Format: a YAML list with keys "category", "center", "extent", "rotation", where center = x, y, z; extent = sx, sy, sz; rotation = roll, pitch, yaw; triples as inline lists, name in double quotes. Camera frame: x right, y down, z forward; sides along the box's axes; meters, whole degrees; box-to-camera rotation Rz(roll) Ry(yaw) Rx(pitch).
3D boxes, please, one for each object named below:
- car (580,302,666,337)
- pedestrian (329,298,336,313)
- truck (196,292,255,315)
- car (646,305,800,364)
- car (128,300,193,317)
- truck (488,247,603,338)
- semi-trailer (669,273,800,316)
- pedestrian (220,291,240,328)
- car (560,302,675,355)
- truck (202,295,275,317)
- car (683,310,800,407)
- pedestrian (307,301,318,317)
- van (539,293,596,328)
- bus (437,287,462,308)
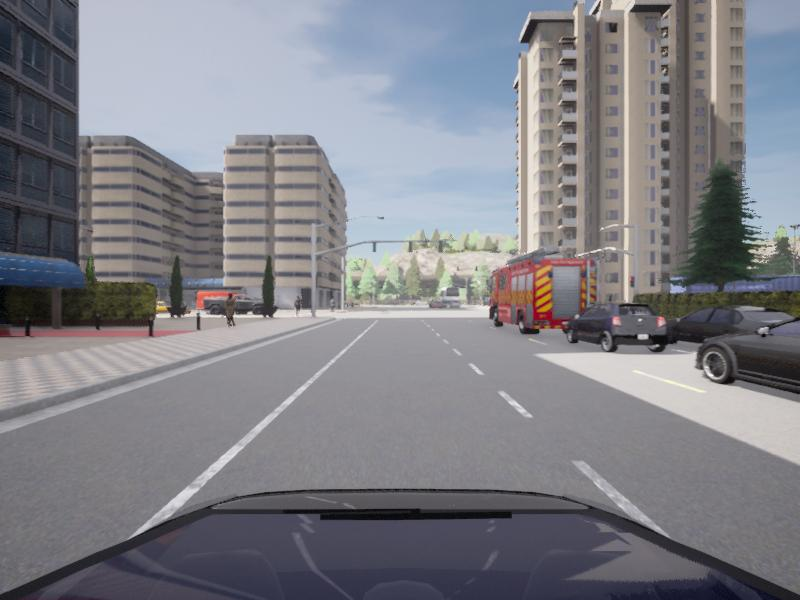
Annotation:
- category: "car"
  center: [10.499, 0.860, 19.196]
  extent: [1.970, 1.475, 3.806]
  rotation: [0, 0, 0]
- category: "pedestrian"
  center: [-8.231, 0.654, 49.032]
  extent: [0.751, 1.860, 0.751]
  rotation: [0, 0, -1]
- category: "truck"
  center: [-18.732, 0.371, 43.068]
  extent: [5.204, 2.467, 2.627]
  rotation: [0, 0, 1]
- category: "car"
  center: [10.502, 0.899, 12.740]
  extent: [2.033, 1.411, 5.357]
  rotation: [0, 0, 0]
- category: "car"
  center: [-23.661, 0.815, 39.659]
  extent: [5.366, 1.575, 1.801]
  rotation: [0, 0, 1]
- category: "truck"
  center: [7.007, -0.313, 20.912]
  extent: [2.891, 3.827, 8.468]
  rotation: [0, 0, 0]
- category: "semi-trailer"
  center: [36.896, -0.602, 42.653]
  extent: [14.254, 4.402, 2.717]
  rotation: [0, 0, 2]
- category: "pedestrian"
  center: [-8.646, 0.492, 20.387]
  extent: [0.751, 1.860, 0.751]
  rotation: [0, 0, -4]
- category: "car"
  center: [7.001, 0.831, 13.344]
  extent: [1.845, 1.501, 3.633]
  rotation: [0, 0, 0]
- category: "truck"
  center: [-15.828, 0.556, 39.524]
  extent: [6.274, 2.098, 2.390]
  rotation: [0, 0, 1]
- category: "car"
  center: [7.007, 0.910, 6.397]
  extent: [1.994, 1.385, 4.181]
  rotation: [0, 0, 0]
- category: "pedestrian"
  center: [-7.480, 0.777, 34.142]
  extent: [0.751, 1.300, 0.751]
  rotation: [0, 0, 7]
- category: "van"
  center: [10.500, 0.607, 25.493]
  extent: [1.775, 1.987, 4.442]
  rotation: [0, 0, 0]
- category: "bus"
  center: [10.383, -0.506, 84.831]
  extent: [3.944, 4.253, 10.273]
  rotation: [0, 0, 0]
